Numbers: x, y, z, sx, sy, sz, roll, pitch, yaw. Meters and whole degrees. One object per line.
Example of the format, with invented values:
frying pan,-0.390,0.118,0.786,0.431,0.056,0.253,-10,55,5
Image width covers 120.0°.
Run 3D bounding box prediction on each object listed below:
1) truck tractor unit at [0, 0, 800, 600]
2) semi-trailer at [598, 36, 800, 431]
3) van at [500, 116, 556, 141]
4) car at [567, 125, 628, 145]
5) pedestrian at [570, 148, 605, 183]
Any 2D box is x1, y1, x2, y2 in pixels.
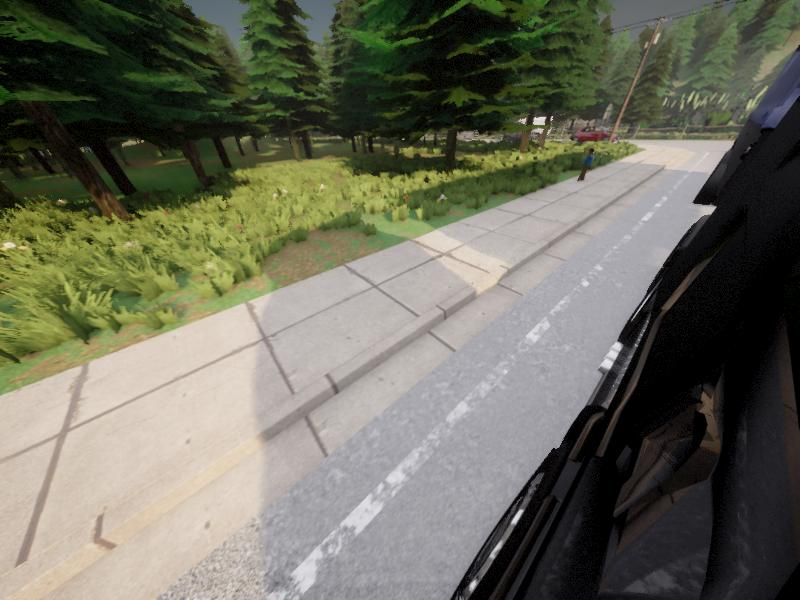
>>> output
truck tractor unit,2.645,-0.295,0.351,6.516,4.208,3.053,-28,44,-30
semi-trailer,8.660,-3.631,4.265,14.254,4.402,2.717,-29,44,-30
van,17.118,-23.174,31.347,1.988,2.561,5.915,-27,43,-29
car,20.273,-17.083,23.904,1.816,1.474,4.193,-26,43,-28
pedestrian,7.228,-5.218,8.947,0.500,1.100,0.500,-5,37,-3
